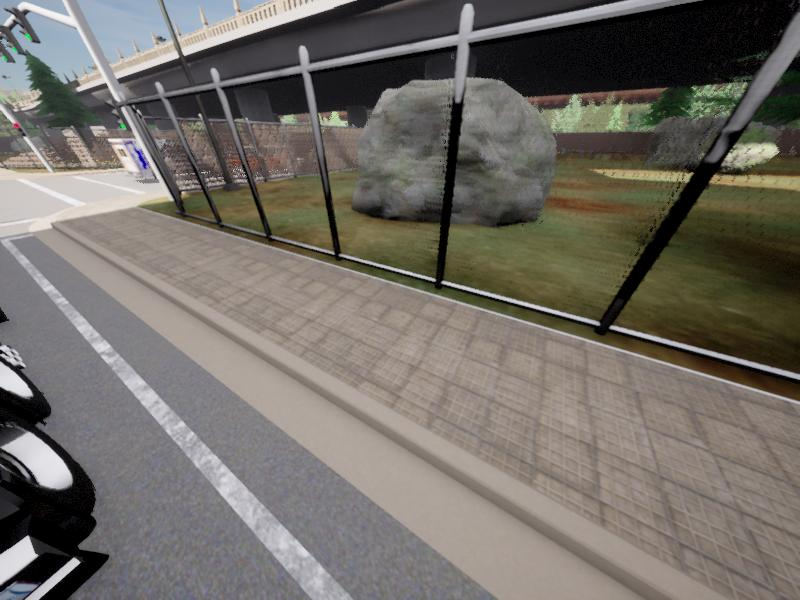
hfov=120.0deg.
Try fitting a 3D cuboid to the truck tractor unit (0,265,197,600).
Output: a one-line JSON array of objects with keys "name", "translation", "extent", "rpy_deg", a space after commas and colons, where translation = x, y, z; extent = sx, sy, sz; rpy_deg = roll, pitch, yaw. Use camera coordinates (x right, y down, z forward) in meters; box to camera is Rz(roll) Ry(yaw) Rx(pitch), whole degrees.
[{"name": "truck tractor unit", "translation": [-5.111, -0.302, 0.771], "extent": [6.516, 4.208, 3.053], "rpy_deg": [18, 39, 24]}]

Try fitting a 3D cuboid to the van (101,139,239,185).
[{"name": "van", "translation": [-16.203, -10.372, 16.995], "extent": [2.351, 2.431, 6.366], "rpy_deg": [18, 39, 24]}]
